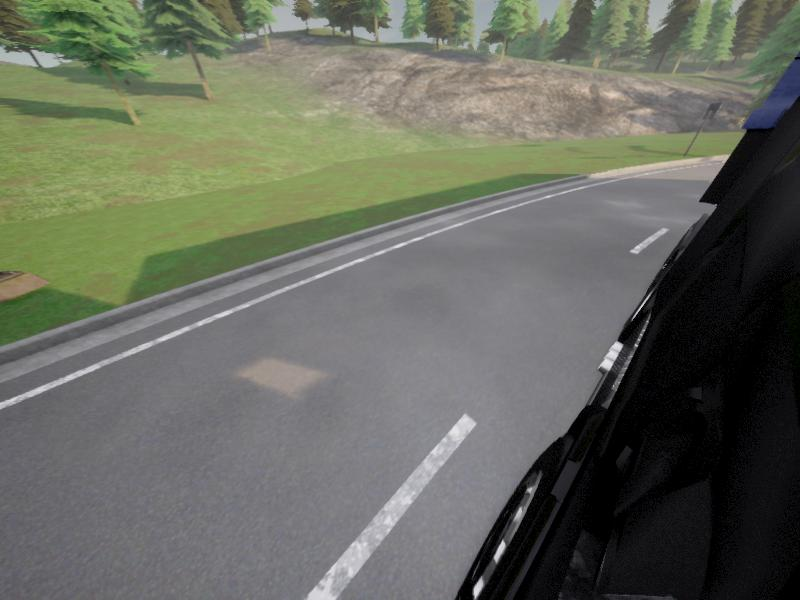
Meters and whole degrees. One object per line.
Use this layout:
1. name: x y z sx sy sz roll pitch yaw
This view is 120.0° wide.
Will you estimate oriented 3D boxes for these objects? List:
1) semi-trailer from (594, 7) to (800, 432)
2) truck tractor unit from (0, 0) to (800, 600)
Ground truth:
1. semi-trailer: 8.941 -3.412 3.996 14.254 4.402 2.717 -25 42 -27
2. truck tractor unit: 2.645 -0.295 0.351 6.516 4.208 3.053 -28 44 -30
